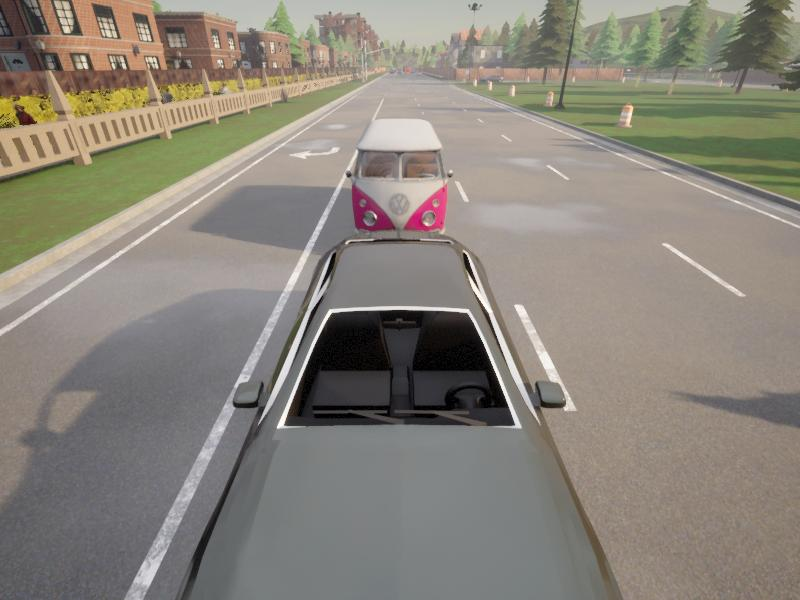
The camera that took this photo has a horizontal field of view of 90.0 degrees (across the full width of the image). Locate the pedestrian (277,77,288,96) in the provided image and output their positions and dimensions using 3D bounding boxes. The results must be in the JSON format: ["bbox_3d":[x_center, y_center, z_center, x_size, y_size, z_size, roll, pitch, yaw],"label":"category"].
[{"bbox_3d":[-13.107,-23.841,44.656,0.751,1.860,0.751,0,30,0],"label":"pedestrian"}]

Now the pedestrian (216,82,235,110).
[{"bbox_3d":[-13.084,-15.320,30.061,0.751,1.860,0.751,0,30,-1],"label":"pedestrian"}]

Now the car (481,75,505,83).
[{"bbox_3d":[20.157,-48.065,86.910,4.514,1.525,2.007,-7,31,-12],"label":"car"}]

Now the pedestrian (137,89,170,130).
[{"bbox_3d":[-12.640,-9.786,20.583,0.751,1.860,0.751,-1,30,-2],"label":"pedestrian"}]

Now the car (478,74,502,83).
[{"bbox_3d":[20.148,-49.934,90.028,4.611,1.667,2.242,-6,31,-11],"label":"car"}]

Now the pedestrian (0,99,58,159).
[{"bbox_3d":[-13.131,-6.013,14.120,0.751,1.860,0.751,1,30,2],"label":"pedestrian"}]

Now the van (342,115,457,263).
[{"bbox_3d":[-0.011,-2.634,8.563,1.775,1.987,4.442,0,30,0],"label":"van"}]

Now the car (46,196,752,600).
[{"bbox_3d":[-0.004,0.659,3.294,2.152,1.651,5.027,0,30,0],"label":"car"}]

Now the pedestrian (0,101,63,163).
[{"bbox_3d":[-12.429,-5.653,13.504,0.751,1.860,0.751,0,30,0],"label":"pedestrian"}]

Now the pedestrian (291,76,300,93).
[{"bbox_3d":[-12.844,-26.543,49.288,0.751,1.860,0.751,-1,30,-1],"label":"pedestrian"}]

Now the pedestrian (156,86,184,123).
[{"bbox_3d":[-13.463,-11.458,23.447,0.751,1.860,0.751,0,30,0],"label":"pedestrian"}]
